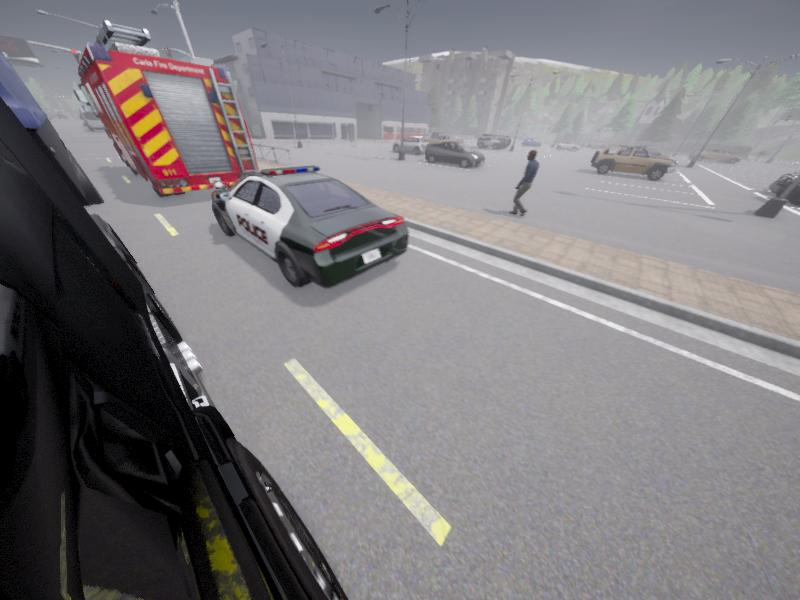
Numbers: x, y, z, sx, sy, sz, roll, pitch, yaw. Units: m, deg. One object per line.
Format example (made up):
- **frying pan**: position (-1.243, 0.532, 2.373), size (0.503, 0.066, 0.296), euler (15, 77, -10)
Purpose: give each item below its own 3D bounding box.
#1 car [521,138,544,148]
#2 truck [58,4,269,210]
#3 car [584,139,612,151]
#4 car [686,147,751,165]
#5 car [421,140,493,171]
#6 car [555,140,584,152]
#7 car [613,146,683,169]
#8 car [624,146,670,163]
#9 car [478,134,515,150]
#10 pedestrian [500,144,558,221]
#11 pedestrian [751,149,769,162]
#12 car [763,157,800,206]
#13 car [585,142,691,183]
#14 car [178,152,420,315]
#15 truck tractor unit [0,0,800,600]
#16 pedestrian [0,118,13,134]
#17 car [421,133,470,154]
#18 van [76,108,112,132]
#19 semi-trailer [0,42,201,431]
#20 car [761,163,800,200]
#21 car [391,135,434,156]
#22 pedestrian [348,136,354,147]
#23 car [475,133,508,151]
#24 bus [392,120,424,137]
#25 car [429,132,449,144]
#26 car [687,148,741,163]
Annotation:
- **car**: position (27.631, -32.828, 48.257), size (3.633, 1.501, 1.845), euler (29, 44, 31)
- **truck**: position (-8.857, -6.560, 8.650), size (8.468, 3.827, 2.891), euler (29, 44, 31)
- **car**: position (46.369, -36.386, 54.157), size (4.605, 1.855, 1.932), euler (29, 44, 30)
- **car**: position (45.101, -20.557, 32.943), size (5.027, 1.636, 2.152), euler (29, 44, 31)
- **car**: position (4.017, -10.695, 16.965), size (4.514, 1.523, 2.007), euler (29, 44, 31)
- **car**: position (31.217, -28.425, 42.626), size (3.806, 1.475, 1.970), euler (29, 44, 31)
- **car**: position (24.878, -14.485, 23.423), size (4.514, 1.523, 2.007), euler (29, 44, 31)
- **car**: position (31.519, -18.724, 29.570), size (3.633, 1.501, 1.845), euler (29, 44, 31)
- **car**: position (15.247, -25.157, 36.714), size (4.605, 1.855, 1.932), euler (29, 44, 31)
- **pedestrian**: position (3.718, -3.418, 6.773), size (0.751, 1.860, 0.751), euler (29, 44, 31)
- **pedestrian**: position (61.457, -24.635, 39.426), size (0.751, 1.860, 0.751), euler (-27, 46, -33)
- **car**: position (19.833, -4.918, 9.927), size (3.866, 1.878, 1.905), euler (29, 44, 31)
- **car**: position (16.114, -9.616, 15.994), size (4.605, 1.855, 1.932), euler (29, 44, 31)
- **car**: position (-2.244, -1.880, 4.750), size (4.974, 1.542, 2.038), euler (29, 44, 31)
- **truck tractor unit**: position (-2.645, -0.295, 0.351), size (6.516, 4.208, 3.053), euler (28, 44, 30)
- **pedestrian**: position (-38.091, -16.817, 21.761), size (0.751, 1.860, 0.751), euler (21, 40, 23)
- **car**: position (5.169, -18.223, 26.865), size (5.027, 1.636, 2.152), euler (29, 44, 31)
- **van**: position (-43.809, -25.754, 33.055), size (5.915, 2.561, 1.988), euler (29, 44, 31)
- **semi-trailer**: position (-8.687, -3.617, 4.232), size (14.254, 4.402, 2.717), euler (28, 44, 30)
- **car**: position (22.479, -5.856, 11.832), size (3.806, 1.475, 1.970), euler (29, 44, 31)
- **car**: position (1.163, -15.278, 22.793), size (3.806, 1.475, 1.970), euler (29, 44, 31)
- **pedestrian**: position (-6.113, -19.751, 28.744), size (0.500, 1.100, 0.500), euler (29, 44, 31)
- **car**: position (13.635, -23.757, 34.700), size (3.866, 1.878, 1.905), euler (29, 44, 31)
- **bus**: position (2.595, -58.808, 79.222), size (10.273, 4.253, 3.944), euler (29, 44, 30)
- **car**: position (7.937, -32.723, 46.658), size (1.905, 1.878, 3.866), euler (29, 44, 31)
- **car**: position (47.136, -21.913, 34.908), size (4.514, 1.523, 2.007), euler (29, 44, 31)
